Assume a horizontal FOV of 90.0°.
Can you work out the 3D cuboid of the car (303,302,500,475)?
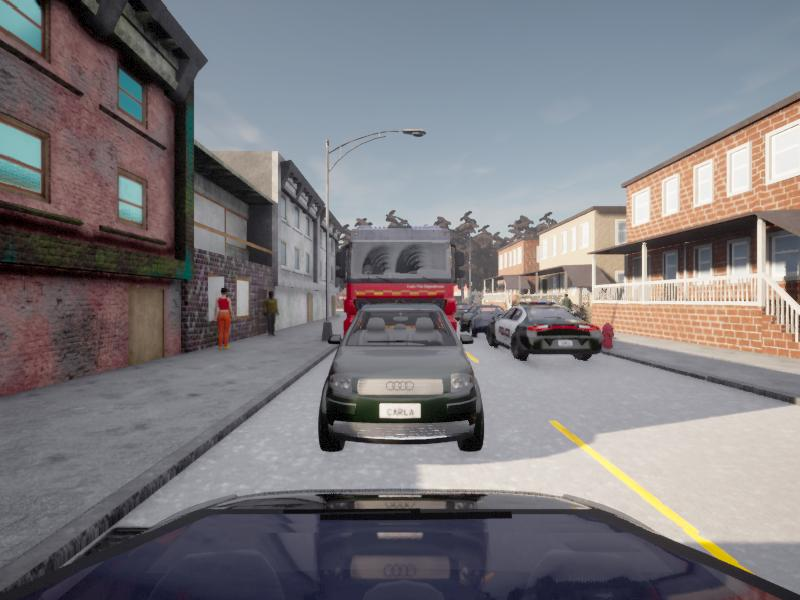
[{"bbox_3d":[0.007,0.815,5.489,1.789,1.549,3.705,0,0,0],"label":"car"}]

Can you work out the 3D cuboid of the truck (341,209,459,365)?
[{"bbox_3d":[-0.010,-0.321,14.022,2.891,3.827,8.468,0,0,0],"label":"truck"}]

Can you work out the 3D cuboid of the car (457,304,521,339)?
[{"bbox_3d":[3.987,0.908,18.669,1.994,1.385,4.181,0,0,0],"label":"car"}]

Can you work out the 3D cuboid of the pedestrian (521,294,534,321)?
[{"bbox_3d":[9.189,0.533,28.809,0.751,1.860,0.751,0,0,7],"label":"pedestrian"}]

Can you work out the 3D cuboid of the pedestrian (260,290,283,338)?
[{"bbox_3d":[-5.176,0.533,16.082,0.751,1.860,0.751,0,0,-31],"label":"pedestrian"}]

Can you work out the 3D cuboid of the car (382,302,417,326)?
[{"bbox_3d":[-0.027,0.851,26.639,2.163,1.488,4.792,0,0,0],"label":"car"}]

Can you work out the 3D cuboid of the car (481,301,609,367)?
[{"bbox_3d":[4.002,0.830,12.124,2.038,1.542,4.974,0,0,0],"label":"car"}]

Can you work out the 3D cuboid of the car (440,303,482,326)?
[{"bbox_3d":[3.969,0.895,27.097,2.033,1.411,5.357,0,0,0],"label":"car"}]

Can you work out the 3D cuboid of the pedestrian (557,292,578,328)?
[{"bbox_3d":[8.996,0.533,21.527,0.751,1.860,0.751,0,0,-5],"label":"pedestrian"}]

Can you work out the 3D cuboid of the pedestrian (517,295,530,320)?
[{"bbox_3d":[9.175,0.533,29.633,0.751,1.860,0.751,0,0,3],"label":"pedestrian"}]

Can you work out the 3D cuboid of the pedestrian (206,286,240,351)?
[{"bbox_3d":[-5.243,0.533,11.891,0.751,1.860,0.751,0,0,-7],"label":"pedestrian"}]
